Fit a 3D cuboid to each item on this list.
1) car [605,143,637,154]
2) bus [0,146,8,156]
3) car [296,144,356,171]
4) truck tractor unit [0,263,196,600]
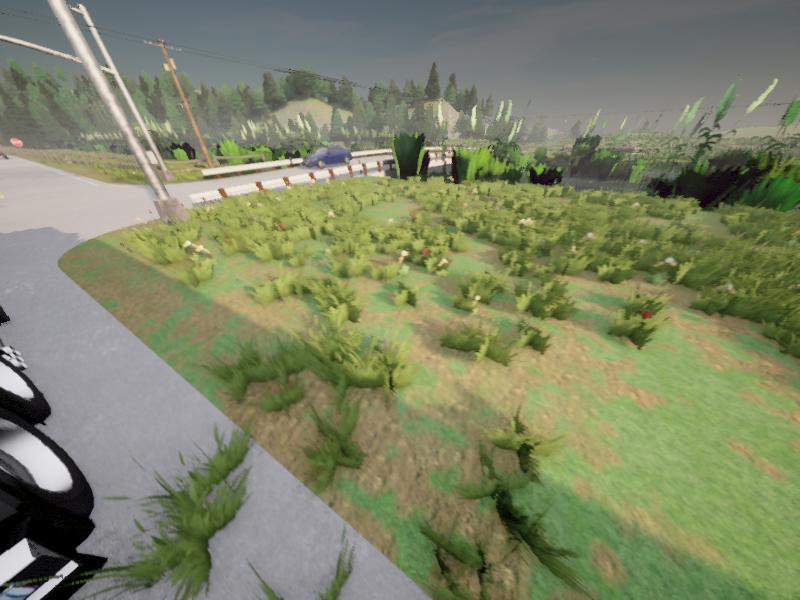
[{"bbox_3d":[39.396,-27.134,41.353,3.806,1.475,1.970,22,41,29],"label":"car"},{"bbox_3d":[-84.316,-31.450,46.189,10.273,4.253,3.944,20,40,27],"label":"bus"},{"bbox_3d":[-6.152,-12.297,19.787,1.812,1.442,4.674,22,43,29],"label":"car"},{"bbox_3d":[-5.111,-0.299,0.791,6.516,4.208,3.053,18,39,24],"label":"truck tractor unit"}]
